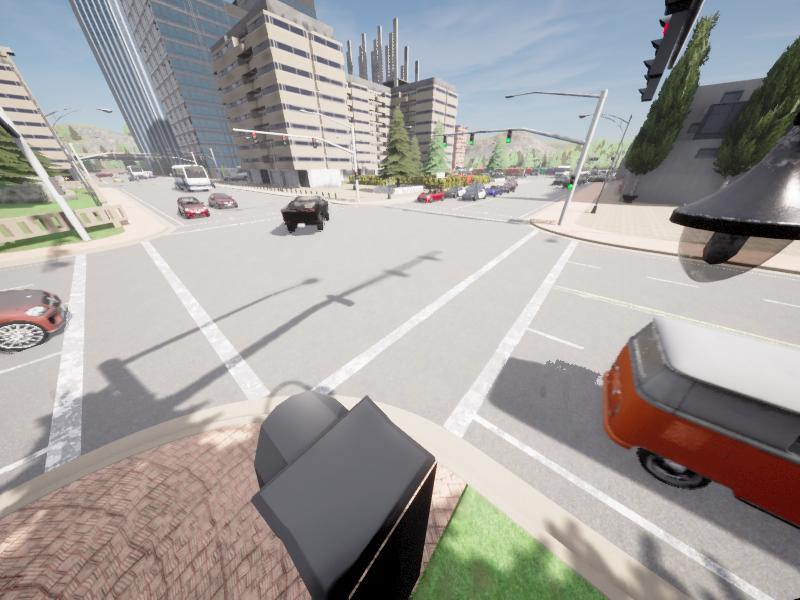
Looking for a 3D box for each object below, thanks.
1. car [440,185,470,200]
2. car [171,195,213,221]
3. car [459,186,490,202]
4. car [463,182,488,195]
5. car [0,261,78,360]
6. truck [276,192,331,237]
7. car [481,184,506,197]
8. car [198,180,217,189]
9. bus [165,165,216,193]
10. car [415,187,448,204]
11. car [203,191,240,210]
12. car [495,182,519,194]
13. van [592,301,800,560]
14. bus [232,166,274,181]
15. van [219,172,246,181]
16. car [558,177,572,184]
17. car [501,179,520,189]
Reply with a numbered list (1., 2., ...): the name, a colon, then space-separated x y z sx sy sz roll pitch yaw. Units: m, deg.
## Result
1. car: 8.260 -16.092 34.347 2.038 1.542 4.974 23 37 34
2. car: -19.080 -8.535 21.181 3.988 1.617 1.851 24 38 36
3. car: 10.255 -14.559 31.692 2.038 1.542 4.974 23 37 34
4. car: 12.734 -18.797 38.936 2.033 1.649 4.856 23 37 34
5. car: -11.260 0.906 4.814 2.152 1.651 5.027 22 37 33
6. truck: -6.898 -6.687 17.490 2.390 2.098 6.274 -4 30 -8
7. car: 14.747 -17.231 36.324 2.007 1.525 4.514 23 37 34
8. car: -40.872 -24.541 49.037 4.193 1.474 1.816 23 37 34
9. bus: -39.050 -22.611 42.918 10.273 4.253 3.944 23 37 34
10. car: 4.201 -13.723 30.248 2.007 1.525 4.514 24 38 35
11. car: -20.100 -11.219 25.995 4.674 1.442 1.812 23 37 34
12. car: 18.843 -19.664 40.553 2.128 1.511 4.902 23 37 34
13. van: 5.418 1.910 2.705 4.442 1.987 1.775 21 36 31
14. bus: -48.457 -42.037 76.444 3.944 4.253 10.273 23 37 34
15. van: -54.541 -40.466 75.548 2.351 2.431 6.366 23 37 34
16. car: 44.135 -32.060 61.888 2.033 1.649 4.856 23 37 34
17. car: 24.363 -25.681 50.951 2.242 1.667 4.611 23 37 34
